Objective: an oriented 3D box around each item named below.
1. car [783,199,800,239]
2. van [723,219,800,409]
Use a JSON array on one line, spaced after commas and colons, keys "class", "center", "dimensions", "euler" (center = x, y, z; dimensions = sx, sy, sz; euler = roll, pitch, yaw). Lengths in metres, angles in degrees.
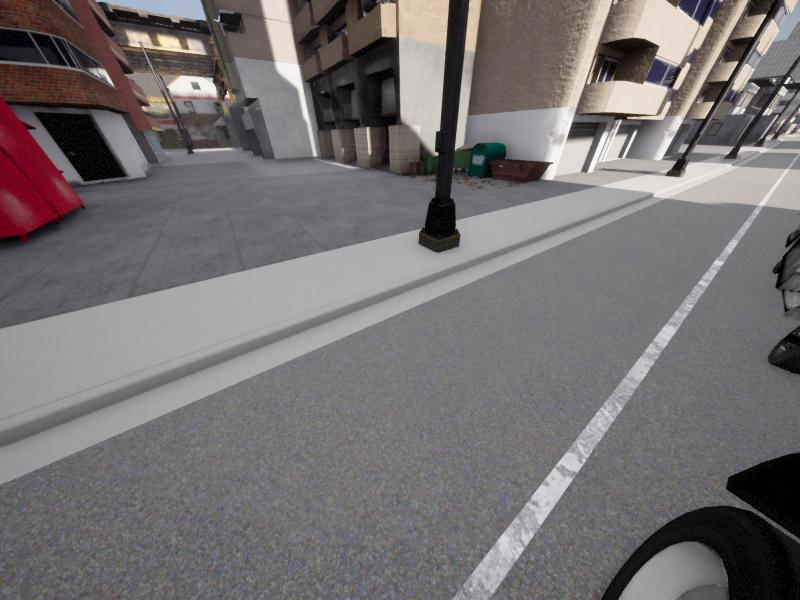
[{"class": "car", "center": [13.143, -2.684, 6.325], "dimensions": [4.902, 1.511, 2.128], "euler": [-22, 40, -27]}, {"class": "van", "center": [7.036, -0.624, 2.654], "dimensions": [6.366, 2.431, 2.351], "euler": [-22, 40, -27]}]
